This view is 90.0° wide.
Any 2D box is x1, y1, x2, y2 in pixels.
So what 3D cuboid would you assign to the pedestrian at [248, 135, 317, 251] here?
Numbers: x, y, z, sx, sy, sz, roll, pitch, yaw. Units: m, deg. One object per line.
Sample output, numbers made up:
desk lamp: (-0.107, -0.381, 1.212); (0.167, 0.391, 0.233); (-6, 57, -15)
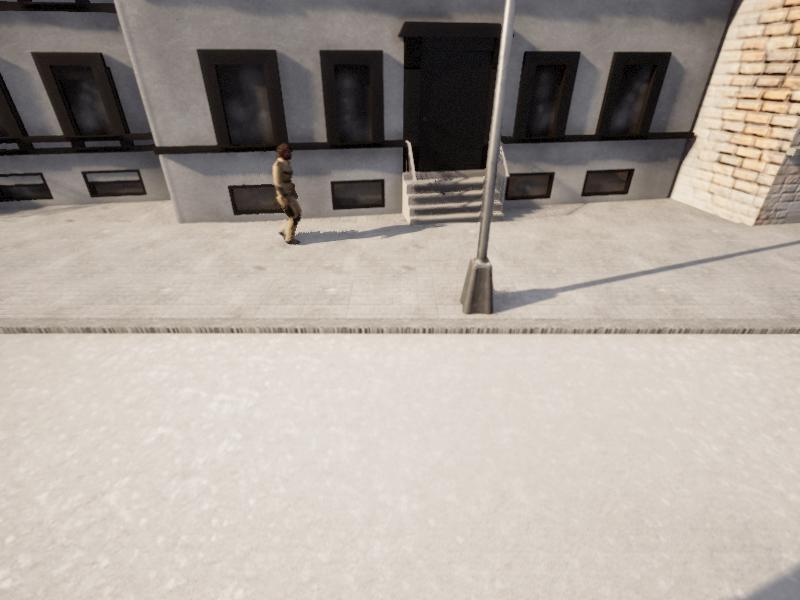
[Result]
pedestrian: (-2.030, -1.880, 7.124); (0.751, 1.860, 0.751); (1, 30, 1)
